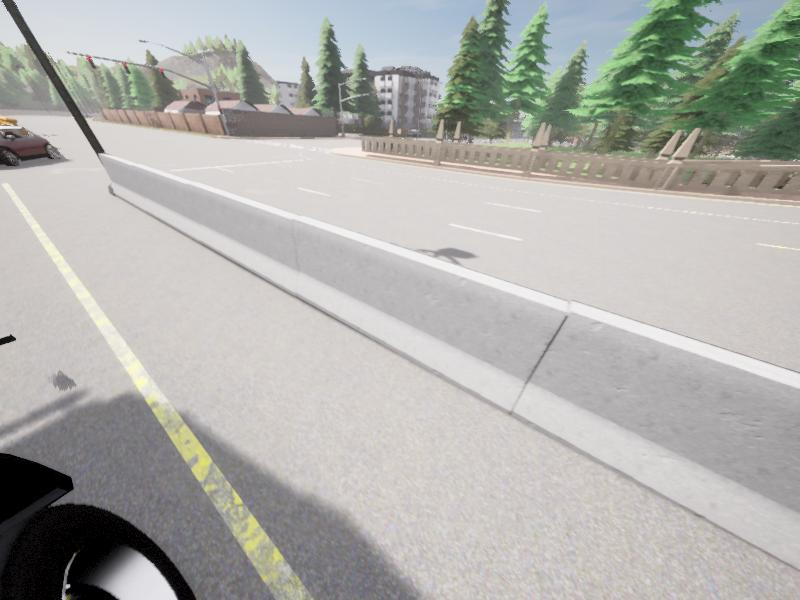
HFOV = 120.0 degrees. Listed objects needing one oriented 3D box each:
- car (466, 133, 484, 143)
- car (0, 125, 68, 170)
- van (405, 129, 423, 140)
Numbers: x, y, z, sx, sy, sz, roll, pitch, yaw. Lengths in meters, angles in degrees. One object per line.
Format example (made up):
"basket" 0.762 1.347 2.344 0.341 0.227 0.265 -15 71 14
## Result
"car" 19.039 -40.973 58.435 2.150 2.045 5.566 25 42 26
"car" -19.181 -7.356 11.020 1.970 1.475 3.806 -10 39 -17
"van" 3.376 -39.240 54.904 2.069 2.038 4.480 25 42 26
